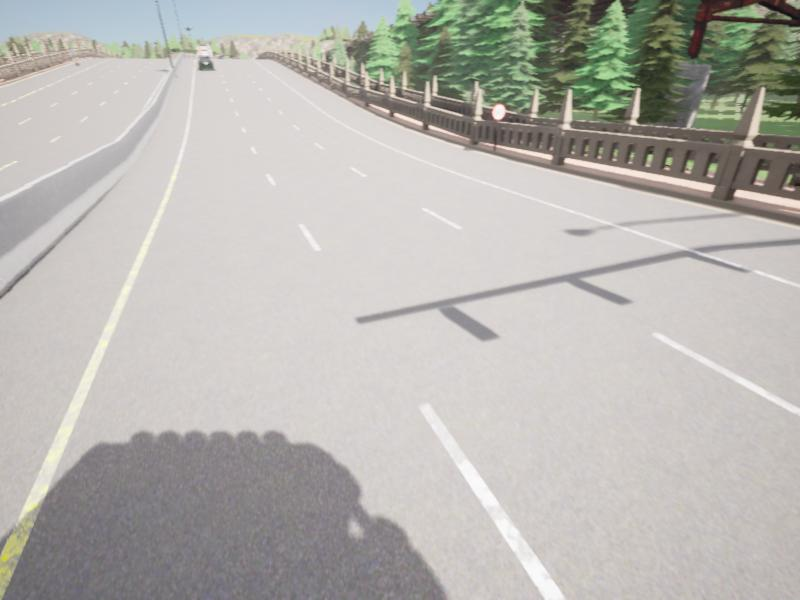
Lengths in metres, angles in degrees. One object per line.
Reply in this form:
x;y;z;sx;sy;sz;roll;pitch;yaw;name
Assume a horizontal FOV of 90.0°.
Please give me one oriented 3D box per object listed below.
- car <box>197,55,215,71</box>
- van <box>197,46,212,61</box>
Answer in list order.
-29.558;-36.078;60.850;2.097;1.767;4.553;-12;37;-19;car
-43.890;-55.368;89.926;2.351;2.431;6.366;-12;31;-19;van
